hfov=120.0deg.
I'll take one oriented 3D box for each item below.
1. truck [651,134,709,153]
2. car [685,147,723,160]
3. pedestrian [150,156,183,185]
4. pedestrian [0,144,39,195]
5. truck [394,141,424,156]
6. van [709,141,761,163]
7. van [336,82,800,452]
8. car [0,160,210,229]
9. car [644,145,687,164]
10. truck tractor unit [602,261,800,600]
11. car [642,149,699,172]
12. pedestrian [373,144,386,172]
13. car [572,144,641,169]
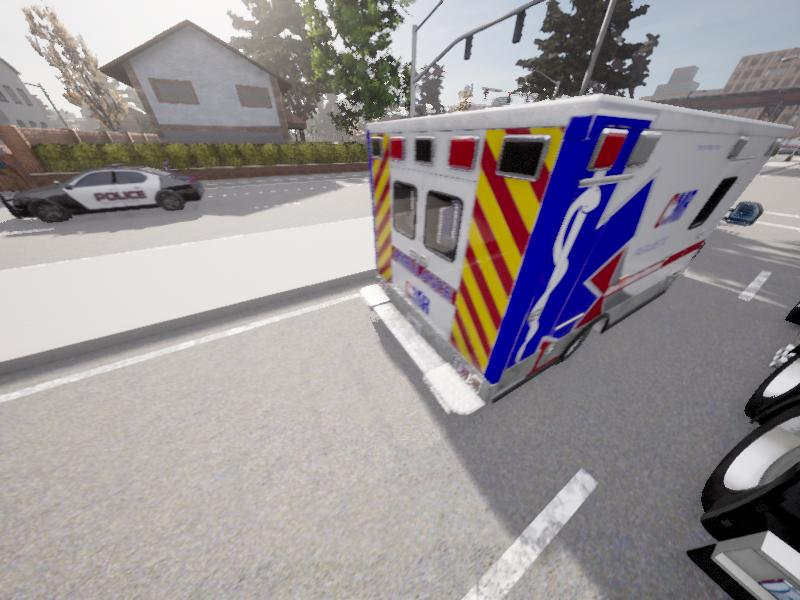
[{"bbox_3d":[73.049,-41.127,60.617,2.891,3.827,8.468,-18,39,-24],"label":"truck"},{"bbox_3d":[47.778,-23.079,36.308,5.027,1.651,2.152,-18,39,-25],"label":"car"},{"bbox_3d":[-12.974,-7.245,12.896,0.751,1.300,0.751,-19,39,-26],"label":"pedestrian"},{"bbox_3d":[-17.585,-5.768,10.234,0.751,1.860,0.751,-23,41,-29],"label":"pedestrian"},{"bbox_3d":[1.537,-27.692,42.113,2.390,2.098,6.274,-18,39,-25],"label":"truck"},{"bbox_3d":[46.943,-20.834,32.355,6.366,2.431,2.351,-18,39,-25],"label":"van"},{"bbox_3d":[2.692,-1.099,3.502,6.366,2.431,2.351,-17,39,-24],"label":"van"},{"bbox_3d":[-10.304,-4.009,8.361,4.974,1.542,2.038,-18,39,-25],"label":"car"},{"bbox_3d":[33.999,-18.679,29.615,4.605,1.855,1.932,-18,39,-25],"label":"car"},{"bbox_3d":[5.114,-0.297,0.790,6.516,4.208,3.053,-18,39,-24],"label":"truck tractor unit"},{"bbox_3d":[26.789,-13.897,22.872,4.856,1.649,2.033,-18,39,-24],"label":"car"},{"bbox_3d":[-1.603,-11.079,18.037,0.751,1.860,0.751,-14,37,-20],"label":"pedestrian"},{"bbox_3d":[21.501,-15.059,24.136,5.566,2.045,2.150,-11,37,-16],"label":"car"}]
